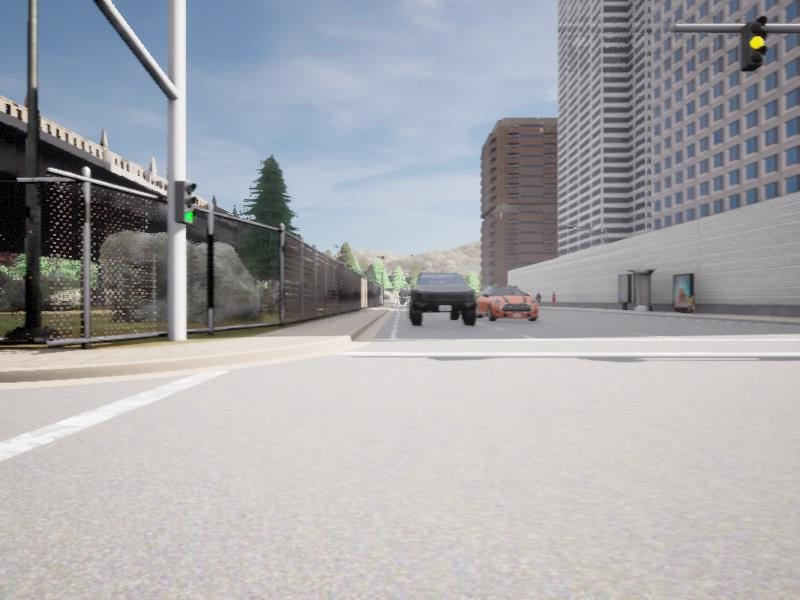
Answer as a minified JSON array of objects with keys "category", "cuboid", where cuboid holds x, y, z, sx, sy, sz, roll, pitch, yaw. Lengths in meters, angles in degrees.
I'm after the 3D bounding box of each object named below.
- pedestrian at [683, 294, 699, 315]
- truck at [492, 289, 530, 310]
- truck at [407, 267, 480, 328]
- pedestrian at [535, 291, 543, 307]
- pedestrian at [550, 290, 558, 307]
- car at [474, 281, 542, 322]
[{"category":"pedestrian","cuboid":[15.982,0.251,21.997,0.500,1.100,0.500,0,0,-2]},{"category":"truck","cuboid":[12.116,-0.056,44.142,2.390,2.098,6.274,0,0,0]},{"category":"truck","cuboid":[1.564,-0.069,16.903,2.390,2.098,6.274,0,0,0]},{"category":"pedestrian","cuboid":[16.949,-0.113,48.841,0.751,1.860,0.751,0,0,9]},{"category":"pedestrian","cuboid":[17.037,-0.116,44.259,0.751,1.860,0.751,0,0,12]},{"category":"car","cuboid":[5.069,0.083,19.538,2.097,1.767,4.553,0,0,0]}]
